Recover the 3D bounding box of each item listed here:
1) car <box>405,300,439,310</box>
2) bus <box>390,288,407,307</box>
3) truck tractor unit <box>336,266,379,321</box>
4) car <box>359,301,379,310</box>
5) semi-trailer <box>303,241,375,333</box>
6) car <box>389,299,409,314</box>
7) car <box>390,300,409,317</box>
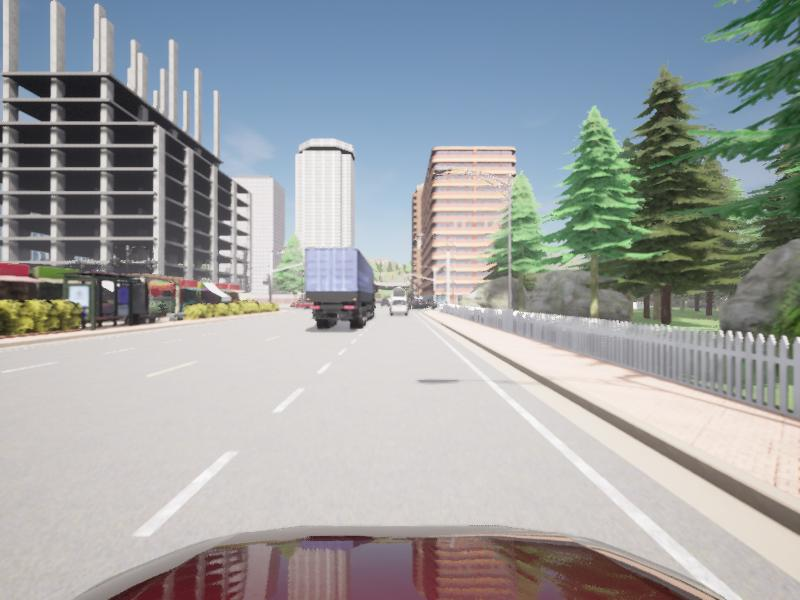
[{"bbox_3d":[3.390,0.819,61.949,4.892,1.490,1.837,-1,1,18],"label":"car"},{"bbox_3d":[-0.349,-0.522,95.276,3.944,4.253,10.273,0,0,0],"label":"bus"},{"bbox_3d":[-3.482,-0.509,34.093,3.053,4.208,6.516,0,0,-1],"label":"truck tractor unit"},{"bbox_3d":[-5.461,0.882,69.224,2.033,1.411,5.357,0,0,-20],"label":"car"},{"bbox_3d":[-3.369,-0.614,26.181,2.717,4.402,14.254,0,0,-1],"label":"semi-trailer"},{"bbox_3d":[-0.083,0.761,46.829,2.242,1.667,4.611,0,0,0],"label":"car"},{"bbox_3d":[-0.091,0.793,40.577,1.851,1.617,3.988,0,0,0],"label":"car"}]
